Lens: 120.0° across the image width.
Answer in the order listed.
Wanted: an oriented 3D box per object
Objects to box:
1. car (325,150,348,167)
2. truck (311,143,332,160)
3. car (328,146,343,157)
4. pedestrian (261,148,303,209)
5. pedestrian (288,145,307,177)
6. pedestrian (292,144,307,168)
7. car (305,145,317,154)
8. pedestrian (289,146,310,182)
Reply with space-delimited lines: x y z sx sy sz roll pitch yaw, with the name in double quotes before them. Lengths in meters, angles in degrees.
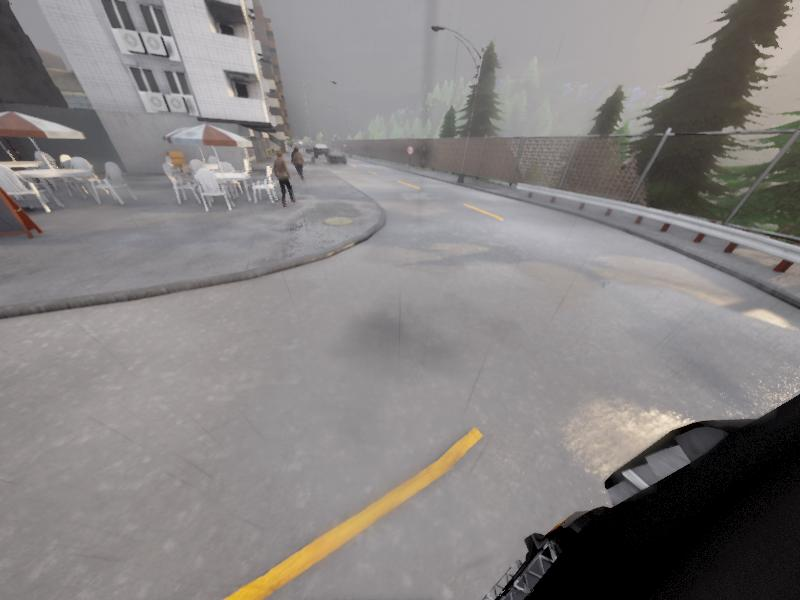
"car" -7.816 -17.346 28.210 1.882 1.535 5.008 -10 35 -19
"truck" -13.243 -25.036 38.895 2.390 2.098 6.274 -10 36 -19
"car" -13.545 -30.990 48.161 2.097 1.767 4.553 -11 36 -20
"pedestrian" -4.203 -4.396 8.382 0.751 1.860 0.751 2 33 -1
"pedestrian" -7.112 -9.664 16.118 0.751 1.860 0.751 -16 38 -27
"pedestrian" -9.591 -13.702 22.025 0.751 1.860 0.751 -26 43 -36
"car" -21.065 -35.493 54.503 1.930 1.638 5.238 -11 36 -20
"pedestrian" -6.147 -8.305 14.141 0.751 1.860 0.751 -16 38 -26
